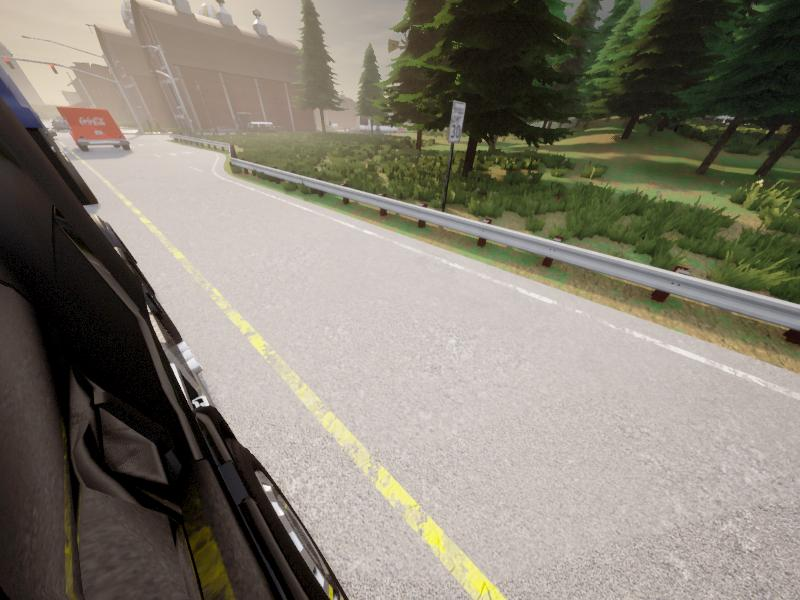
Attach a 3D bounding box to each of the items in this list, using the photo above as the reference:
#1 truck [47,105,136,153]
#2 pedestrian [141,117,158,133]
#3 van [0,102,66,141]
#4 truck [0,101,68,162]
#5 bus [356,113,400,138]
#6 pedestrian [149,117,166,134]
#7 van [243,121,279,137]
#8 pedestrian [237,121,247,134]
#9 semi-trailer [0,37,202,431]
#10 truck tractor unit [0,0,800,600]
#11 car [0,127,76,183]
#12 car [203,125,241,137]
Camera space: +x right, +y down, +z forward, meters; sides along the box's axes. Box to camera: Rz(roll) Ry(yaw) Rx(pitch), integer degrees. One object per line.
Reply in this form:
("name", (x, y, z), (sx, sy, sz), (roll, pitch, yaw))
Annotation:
("truck", (-22.291, -12.389, 16.745), (5.204, 2.467, 2.627), (27, 43, 29))
("pedestrian", (-35.817, -24.998, 33.011), (0.751, 1.860, 0.751), (22, 41, 24))
("van", (-34.772, -15.834, 20.534), (5.915, 2.561, 1.988), (4, 34, 2))
("truck", (-21.924, -9.541, 12.955), (5.204, 2.467, 2.627), (27, 43, 28))
("bus", (-4.816, -40.452, 53.904), (3.944, 4.253, 10.273), (28, 43, 29))
("pedestrian", (-34.905, -25.158, 33.282), (0.751, 1.860, 0.751), (18, 40, 20))
("van", (-23.825, -29.455, 39.863), (2.069, 2.038, 4.480), (28, 43, 29))
("pedestrian", (-27.967, -30.467, 40.811), (0.751, 1.860, 0.751), (28, 44, 30))
("semi-trailer", (-8.744, -3.574, 4.181), (14.254, 4.402, 2.717), (28, 43, 29))
("truck tractor unit", (-2.645, -0.295, 0.351), (6.516, 4.208, 3.053), (28, 44, 30))
("car", (-16.059, -6.231, 9.720), (4.902, 1.511, 2.128), (27, 43, 29))
("car", (-27.755, -26.440, 36.148), (1.994, 1.385, 4.181), (27, 43, 29))
